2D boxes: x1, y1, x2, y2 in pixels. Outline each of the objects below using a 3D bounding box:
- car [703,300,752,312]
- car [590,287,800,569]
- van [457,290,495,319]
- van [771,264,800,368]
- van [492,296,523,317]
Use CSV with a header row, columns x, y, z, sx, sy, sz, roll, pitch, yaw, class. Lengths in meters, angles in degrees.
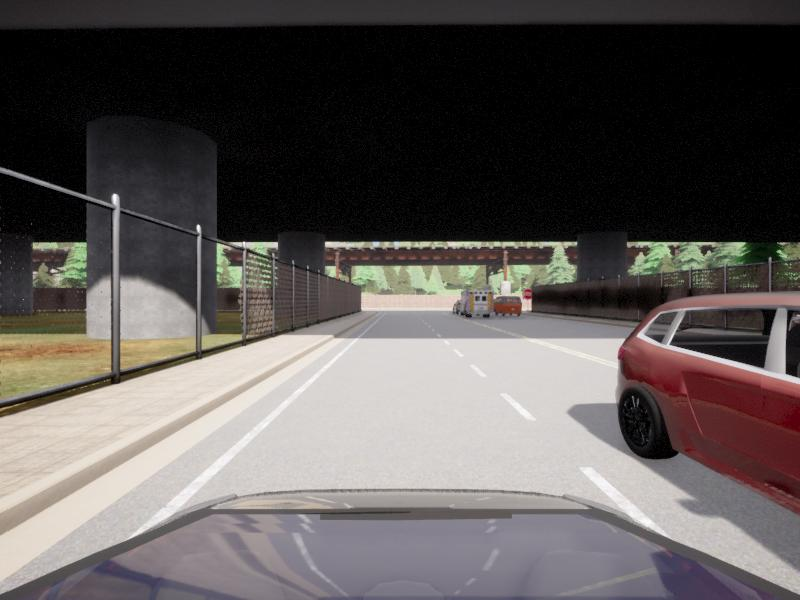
x,y,z,sx,sy,sz,roll,pitch,yaw,class
46.007,0.774,56.304,5.238,1.638,1.930,0,0,1,car
3.479,0.756,2.621,2.242,1.667,4.611,0,0,0,car
7.008,0.380,37.586,2.351,2.431,6.366,0,0,0,van
10.503,0.378,6.862,2.351,2.431,6.366,0,0,0,van
10.506,0.601,39.389,1.775,1.987,4.442,0,0,0,van
